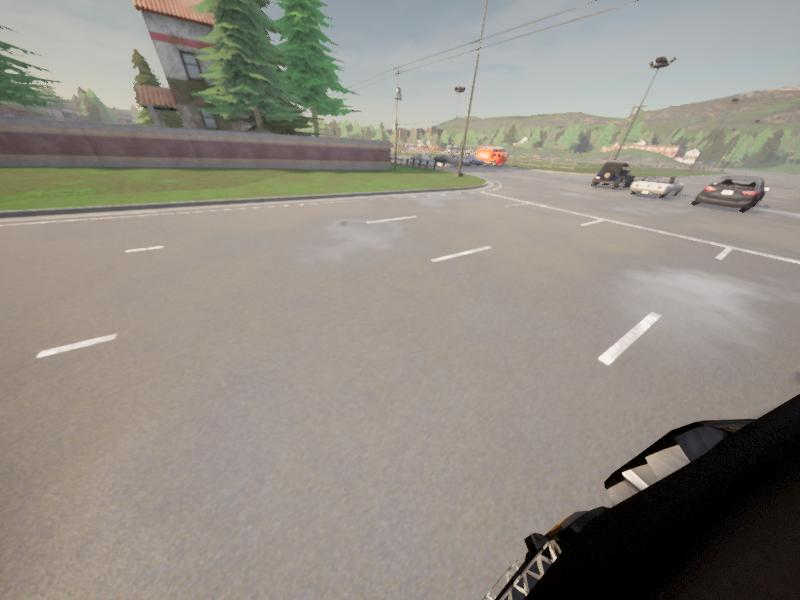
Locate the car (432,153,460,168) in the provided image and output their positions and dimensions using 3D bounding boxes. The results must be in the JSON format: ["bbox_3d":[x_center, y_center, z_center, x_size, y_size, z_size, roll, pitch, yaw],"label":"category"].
[{"bbox_3d":[6.684,-20.430,33.849,1.789,1.549,3.705,-18,39,-28],"label":"car"}]

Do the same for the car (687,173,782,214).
[{"bbox_3d":[19.794,-6.420,13.689,4.611,1.667,2.242,-17,39,-28],"label":"car"}]

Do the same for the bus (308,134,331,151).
[{"bbox_3d":[-26.545,-51.606,75.737,3.944,4.253,10.273,-18,38,-28],"label":"bus"}]

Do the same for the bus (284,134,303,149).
[{"bbox_3d":[-40.913,-60.947,88.657,3.944,4.253,10.273,-18,39,-28],"label":"bus"}]

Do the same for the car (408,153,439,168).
[{"bbox_3d":[3.199,-19.930,32.926,1.812,1.442,4.674,-18,39,-28],"label":"car"}]

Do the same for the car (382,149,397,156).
[{"bbox_3d":[-2.804,-39.695,62.142,2.007,1.525,4.514,-18,39,-28],"label":"car"}]

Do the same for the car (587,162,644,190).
[{"bbox_3d":[18.396,-10.652,19.753,3.866,1.878,1.905,-17,39,-28],"label":"car"}]

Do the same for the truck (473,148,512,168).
[{"bbox_3d":[15.370,-23.782,38.737,2.627,2.467,5.204,-18,40,-28],"label":"truck"}]

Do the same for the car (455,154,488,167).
[{"bbox_3d":[11.685,-23.091,38.275,1.882,1.535,5.008,-18,39,-28],"label":"car"}]

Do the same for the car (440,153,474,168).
[{"bbox_3d":[8.849,-22.094,36.472,2.152,1.651,5.027,-18,39,-28],"label":"car"}]

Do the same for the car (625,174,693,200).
[{"bbox_3d":[18.604,-8.183,16.591,4.718,1.301,1.895,-17,39,-28],"label":"car"}]
